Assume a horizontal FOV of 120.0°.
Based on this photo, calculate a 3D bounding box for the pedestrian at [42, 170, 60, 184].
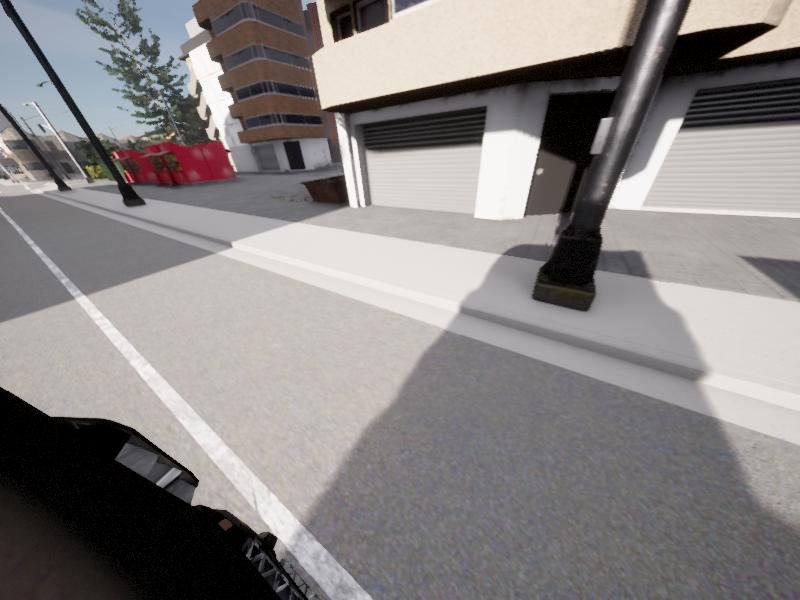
[{"bbox_3d":[-57.053,-20.100,37.759,0.751,1.860,0.751,12,36,23],"label":"pedestrian"}]
